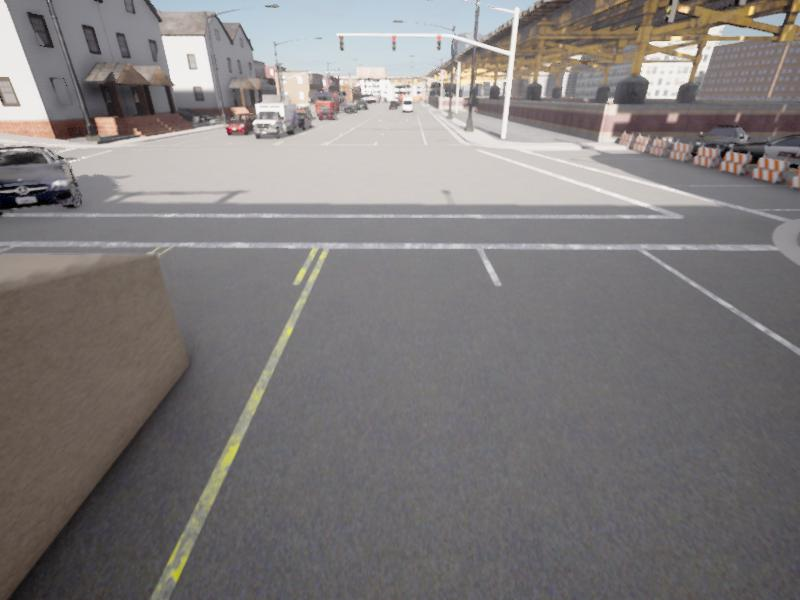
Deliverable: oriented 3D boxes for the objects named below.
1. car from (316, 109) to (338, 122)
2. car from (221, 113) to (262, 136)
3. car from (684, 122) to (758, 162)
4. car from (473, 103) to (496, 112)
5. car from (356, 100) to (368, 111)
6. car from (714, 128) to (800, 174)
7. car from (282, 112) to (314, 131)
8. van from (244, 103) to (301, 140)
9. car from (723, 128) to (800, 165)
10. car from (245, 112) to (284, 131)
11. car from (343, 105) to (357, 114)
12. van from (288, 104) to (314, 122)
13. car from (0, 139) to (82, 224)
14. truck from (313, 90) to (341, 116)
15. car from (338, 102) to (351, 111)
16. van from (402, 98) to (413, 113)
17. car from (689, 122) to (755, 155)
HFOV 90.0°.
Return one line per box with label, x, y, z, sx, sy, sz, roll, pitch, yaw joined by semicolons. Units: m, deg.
car;-9.713;-24.816;53.674;1.994;1.385;4.181;1;27;1
car;-13.757;-15.359;34.963;1.851;1.617;3.988;1;27;1
car;17.551;-8.706;21.819;4.974;1.542;2.038;-25;36;-39
car;17.583;-40.188;83.313;4.974;1.542;2.038;-25;36;-39
car;-8.625;-44.530;91.433;2.150;2.045;5.566;1;27;1
car;17.445;-6.606;17.719;2.038;1.542;4.974;-18;32;-31
car;-10.103;-17.949;40.126;1.837;1.490;4.892;1;27;1
van;-10.307;-14.855;33.059;2.351;2.431;6.366;1;27;1
car;17.474;-6.727;17.609;1.853;1.218;4.536;-18;32;-31
car;-13.587;-18.139;40.497;2.128;1.511;4.902;1;27;1
car;-9.139;-35.085;73.599;1.837;1.490;4.892;1;27;1
van;-13.208;-25.198;53.701;2.069;2.038;4.480;1;27;1
car;-11.611;-3.890;12.528;2.152;1.651;5.027;-18;32;-32
truck;-12.734;-34.805;70.525;2.891;3.827;8.468;0;27;1
car;-12.221;-42.716;88.182;2.097;1.767;4.553;1;27;1
van;1.548;-38.804;79.653;1.988;2.561;5.915;1;27;1
car;17.588;-8.863;21.781;4.536;1.218;1.853;-25;36;-39
